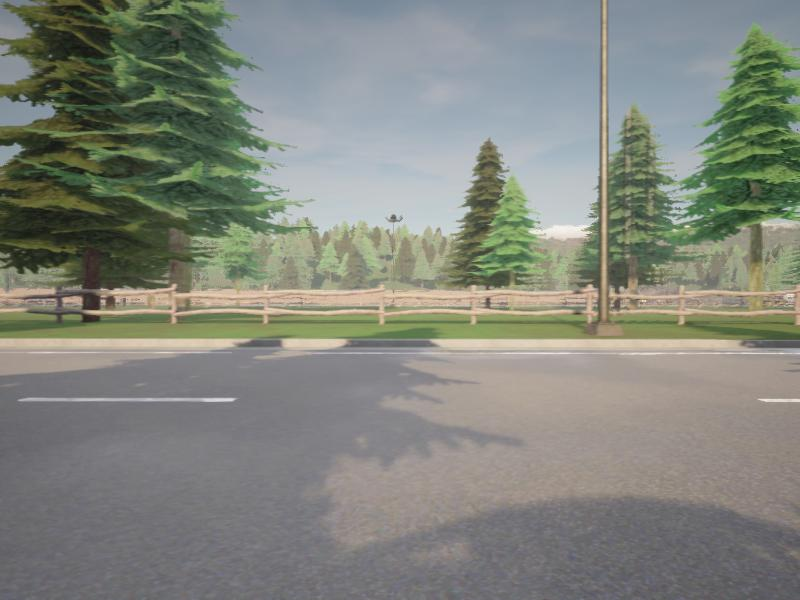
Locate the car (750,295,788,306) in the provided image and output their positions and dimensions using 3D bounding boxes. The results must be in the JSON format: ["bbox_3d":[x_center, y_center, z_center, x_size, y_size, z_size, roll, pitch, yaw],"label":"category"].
[{"bbox_3d":[61.644,0.140,66.910,4.605,1.855,1.932,0,0,0],"label":"car"}]
